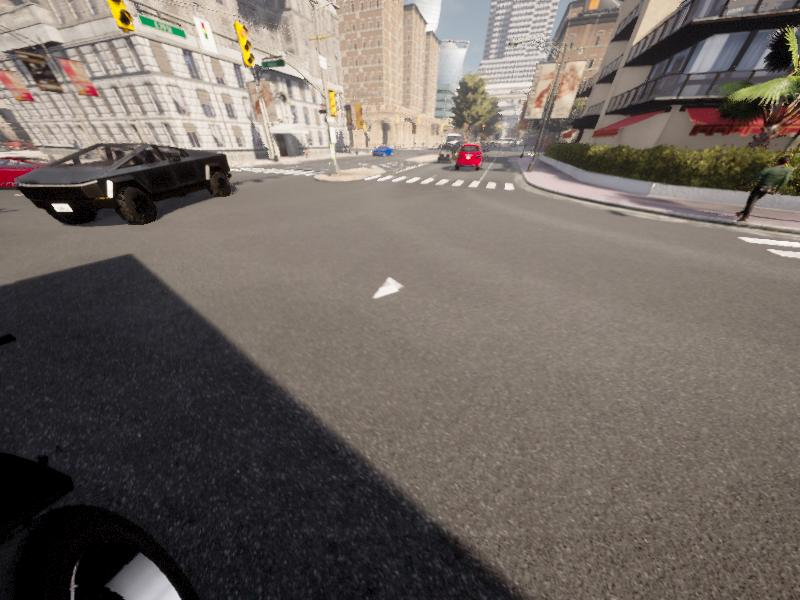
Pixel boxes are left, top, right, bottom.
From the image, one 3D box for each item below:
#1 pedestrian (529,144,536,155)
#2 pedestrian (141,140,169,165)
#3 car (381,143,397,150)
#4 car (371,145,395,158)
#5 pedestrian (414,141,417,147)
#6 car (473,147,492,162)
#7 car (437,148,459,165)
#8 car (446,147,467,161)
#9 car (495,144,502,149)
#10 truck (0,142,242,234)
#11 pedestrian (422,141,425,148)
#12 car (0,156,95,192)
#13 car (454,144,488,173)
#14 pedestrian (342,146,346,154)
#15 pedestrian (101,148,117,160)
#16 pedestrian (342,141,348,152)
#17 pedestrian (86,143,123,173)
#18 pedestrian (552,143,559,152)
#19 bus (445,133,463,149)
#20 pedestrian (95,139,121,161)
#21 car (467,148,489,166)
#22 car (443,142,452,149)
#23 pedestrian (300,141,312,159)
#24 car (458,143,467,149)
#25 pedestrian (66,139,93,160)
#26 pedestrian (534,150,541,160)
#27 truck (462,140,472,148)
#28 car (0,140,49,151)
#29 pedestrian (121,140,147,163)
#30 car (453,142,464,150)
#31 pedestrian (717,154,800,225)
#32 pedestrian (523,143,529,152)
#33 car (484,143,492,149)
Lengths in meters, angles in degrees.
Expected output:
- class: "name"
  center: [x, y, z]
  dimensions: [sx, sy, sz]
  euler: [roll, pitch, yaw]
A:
- class: "pedestrian"
  center: [27.165, -30.853, 47.324]
  dimensions: [0.751, 1.860, 0.751]
  euler: [22, 40, 27]
- class: "pedestrian"
  center: [-22.644, -13.654, 21.386]
  dimensions: [0.751, 1.860, 0.751]
  euler: [7, 35, 9]
- class: "car"
  center: [-2.897, -41.073, 61.897]
  dimensions: [3.633, 1.501, 1.845]
  euler: [12, 36, 17]
- class: "car"
  center: [-2.594, -23.346, 36.310]
  dimensions: [1.882, 1.535, 5.008]
  euler: [13, 37, 17]
- class: "pedestrian"
  center: [5.618, -55.203, 81.842]
  dimensions: [0.751, 1.860, 0.751]
  euler: [11, 36, 15]
- class: "car"
  center: [11.610, -20.489, 32.365]
  dimensions: [1.851, 1.617, 3.988]
  euler: [13, 37, 17]
- class: "car"
  center: [5.838, -17.532, 28.045]
  dimensions: [1.789, 1.549, 3.705]
  euler: [13, 37, 17]
- class: "car"
  center: [8.061, -20.788, 32.808]
  dimensions: [2.007, 1.525, 4.514]
  euler: [13, 37, 17]
- class: "car"
  center: [36.227, -56.580, 85.070]
  dimensions: [1.970, 1.475, 3.806]
  euler: [13, 37, 17]
- class: "truck"
  center: [-9.157, -4.547, 8.568]
  dimensions: [2.390, 2.098, 6.274]
  euler: [0, 35, -1]
- class: "pedestrian"
  center: [8.187, -55.083, 81.713]
  dimensions: [0.751, 1.860, 0.751]
  euler: [9, 36, 12]
- class: "car"
  center: [-19.730, -6.566, 11.947]
  dimensions: [4.181, 1.385, 1.994]
  euler: [-12, 37, -18]
- class: "car"
  center: [6.814, -13.601, 21.954]
  dimensions: [2.150, 2.045, 5.566]
  euler: [13, 36, 17]
- class: "pedestrian"
  center: [-9.699, -25.919, 39.978]
  dimensions: [0.500, 1.100, 0.500]
  euler: [13, 36, 17]
- class: "pedestrian"
  center: [-32.068, -16.109, 25.438]
  dimensions: [0.500, 1.100, 0.500]
  euler: [14, 37, 18]
- class: "pedestrian"
  center: [-10.982, -30.779, 46.304]
  dimensions: [0.751, 1.860, 0.751]
  euler: [22, 40, 28]
- class: "pedestrian"
  center: [-22.107, -10.643, 17.316]
  dimensions: [0.751, 1.860, 0.751]
  euler: [15, 37, 19]
- class: "pedestrian"
  center: [38.115, -37.392, 56.681]
  dimensions: [0.751, 1.860, 0.751]
  euler: [13, 37, 17]
- class: "bus"
  center: [19.076, -56.093, 81.558]
  dimensions: [3.944, 4.253, 10.273]
  euler: [13, 37, 17]
- class: "pedestrian"
  center: [-30.429, -15.614, 24.085]
  dimensions: [0.751, 1.860, 0.751]
  euler: [14, 37, 19]
- class: "car"
  center: [9.330, -17.098, 27.530]
  dimensions: [1.837, 1.490, 4.892]
  euler: [13, 37, 17]
- class: "car"
  center: [15.145, -49.544, 74.137]
  dimensions: [1.905, 1.878, 3.866]
  euler: [13, 37, 17]
- class: "pedestrian"
  center: [-12.251, -19.544, 30.064]
  dimensions: [0.751, 1.860, 0.751]
  euler: [12, 36, 16]
- class: "car"
  center: [21.694, -53.532, 80.206]
  dimensions: [1.930, 1.638, 5.238]
  euler: [13, 37, 17]
- class: "pedestrian"
  center: [-34.858, -16.403, 25.147]
  dimensions: [0.751, 1.860, 0.751]
  euler: [14, 37, 18]
- class: "pedestrian"
  center: [19.314, -20.324, 32.392]
  dimensions: [0.500, 1.100, 0.500]
  euler: [13, 36, 17]
- class: "truck"
  center: [25.604, -59.614, 88.320]
  dimensions: [2.627, 2.467, 5.204]
  euler: [13, 37, 17]
- class: "car"
  center: [-70.288, -29.010, 43.266]
  dimensions: [2.152, 1.651, 5.027]
  euler: [-7, 36, -11]
- class: "pedestrian"
  center: [-25.978, -14.531, 22.596]
  dimensions: [0.751, 1.860, 0.751]
  euler: [13, 36, 17]
- class: "car"
  center: [18.691, -49.281, 73.668]
  dimensions: [2.150, 2.045, 5.566]
  euler: [13, 37, 17]
- class: "pedestrian"
  center: [11.343, -3.446, 7.226]
  dimensions: [0.751, 1.860, 0.751]
  euler: [20, 39, 26]
- class: "pedestrian"
  center: [32.076, -38.960, 58.843]
  dimensions: [0.751, 1.860, 0.751]
  euler: [16, 38, 21]
- class: "car"
  center: [32.369, -56.531, 84.760]
  dimensions: [2.038, 1.542, 4.974]
  euler: [13, 37, 17]
